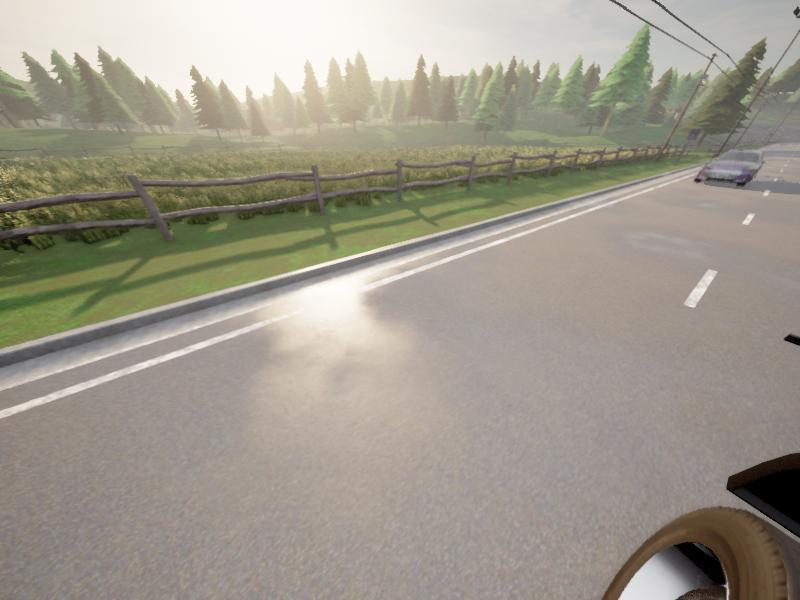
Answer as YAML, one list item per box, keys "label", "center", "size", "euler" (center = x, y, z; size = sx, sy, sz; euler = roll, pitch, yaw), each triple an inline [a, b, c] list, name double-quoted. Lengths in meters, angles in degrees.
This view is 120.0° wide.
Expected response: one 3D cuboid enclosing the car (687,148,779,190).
- label: "car"
  center: [18.889, -7.564, 13.090]
  size: [4.856, 1.649, 2.033]
  euler: [-22, 41, -28]
